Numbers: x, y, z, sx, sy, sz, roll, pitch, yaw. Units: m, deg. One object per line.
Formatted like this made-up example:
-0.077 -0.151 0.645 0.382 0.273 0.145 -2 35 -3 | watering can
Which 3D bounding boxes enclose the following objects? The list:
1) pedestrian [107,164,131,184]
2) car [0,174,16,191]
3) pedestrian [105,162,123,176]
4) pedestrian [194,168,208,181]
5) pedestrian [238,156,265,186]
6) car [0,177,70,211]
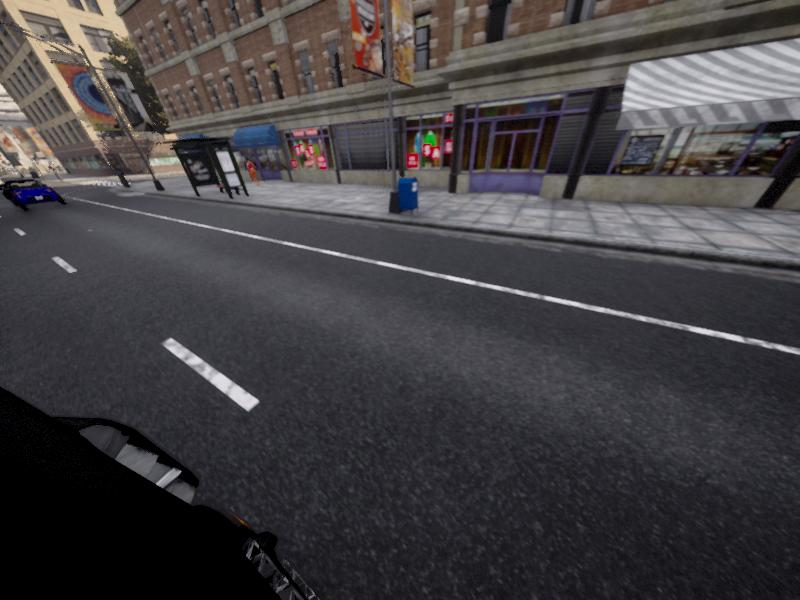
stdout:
-30.619 -13.774 25.212 0.751 1.860 0.751 15 38 25 | pedestrian
-44.145 -12.635 24.881 4.514 1.525 2.007 16 38 26 | car
-43.723 -20.039 35.336 0.751 1.860 0.751 -2 34 1 | pedestrian
-19.072 -12.067 22.182 0.500 1.100 0.500 17 39 28 | pedestrian
-10.718 -9.315 16.730 0.751 1.860 0.751 12 37 22 | pedestrian
-23.010 -6.674 14.375 4.193 1.474 1.816 16 38 26 | car
